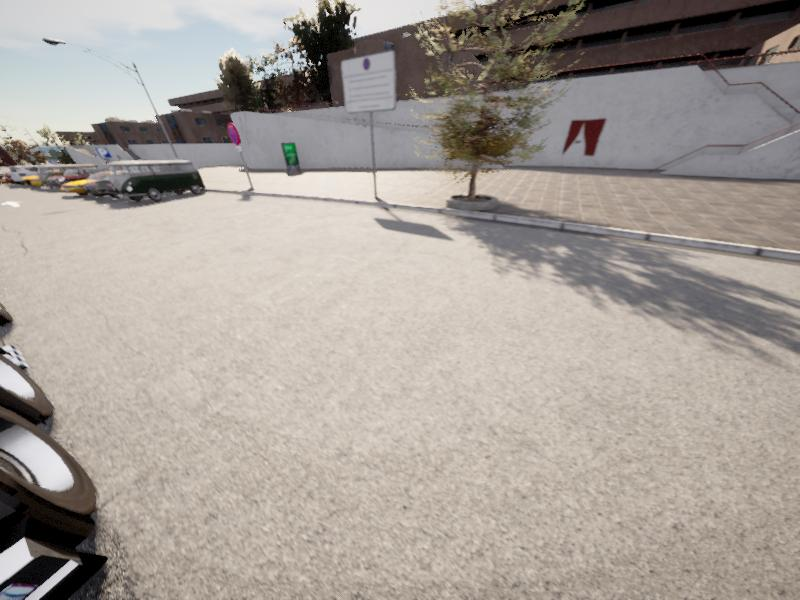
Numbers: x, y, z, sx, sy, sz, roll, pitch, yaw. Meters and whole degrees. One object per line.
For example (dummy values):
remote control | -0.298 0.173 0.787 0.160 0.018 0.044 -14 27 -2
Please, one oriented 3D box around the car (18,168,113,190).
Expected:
car | -35.034 -12.990 24.570 1.946 1.575 5.366 4 33 10

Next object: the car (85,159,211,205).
car | -14.461 -7.180 13.792 1.878 1.987 4.442 4 33 9

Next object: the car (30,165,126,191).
car | -29.901 -11.552 21.774 2.185 1.767 4.553 4 33 9

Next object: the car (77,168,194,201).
car | -17.018 -7.746 15.331 2.002 1.452 4.674 4 33 10

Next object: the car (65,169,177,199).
car | -19.589 -8.478 16.635 2.002 1.452 4.674 4 33 9

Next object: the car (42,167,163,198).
car | -22.200 -9.145 17.757 1.946 1.575 5.366 4 33 9

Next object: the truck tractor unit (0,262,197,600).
truck tractor unit | -5.115 -0.294 0.790 6.516 4.208 3.053 18 39 24

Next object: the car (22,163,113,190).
car | -32.505 -12.288 22.899 1.878 1.987 4.442 4 33 9
